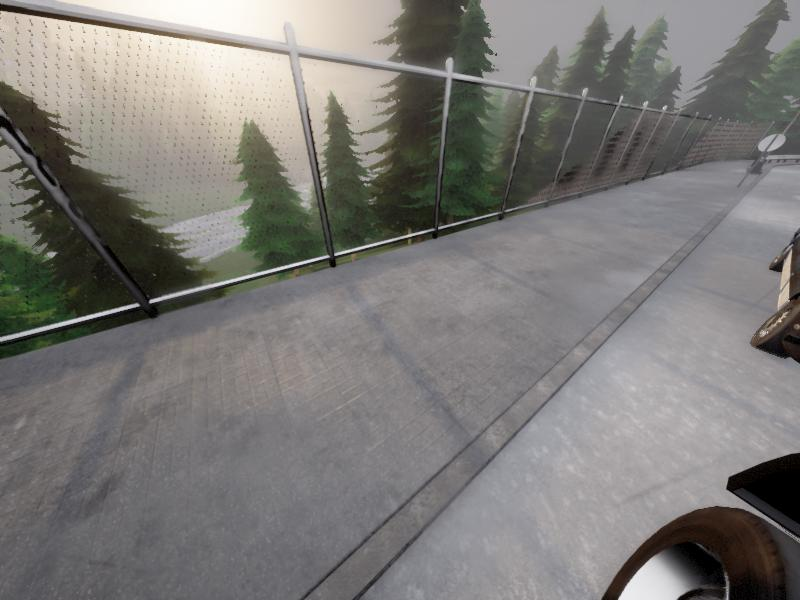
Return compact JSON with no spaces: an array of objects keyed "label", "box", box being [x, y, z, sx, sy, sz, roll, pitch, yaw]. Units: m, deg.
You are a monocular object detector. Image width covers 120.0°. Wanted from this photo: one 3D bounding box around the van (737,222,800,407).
[{"label":"van","box":[6.826,-0.674,2.630,5.915,2.561,1.988,-22,41,-28]}]
